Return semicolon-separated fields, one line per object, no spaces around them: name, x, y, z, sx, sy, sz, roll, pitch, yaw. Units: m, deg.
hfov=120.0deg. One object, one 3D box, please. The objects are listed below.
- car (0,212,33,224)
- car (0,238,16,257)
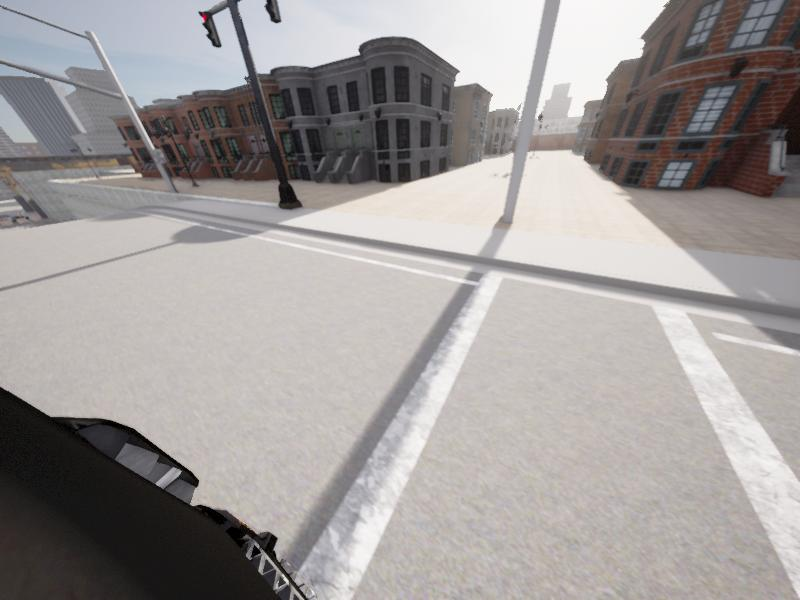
car;-84.713;-17.640;50.051;4.974;1.542;2.038;-20;37;-24
car;-32.084;-4.256;17.661;4.605;1.855;1.932;2;31;34
